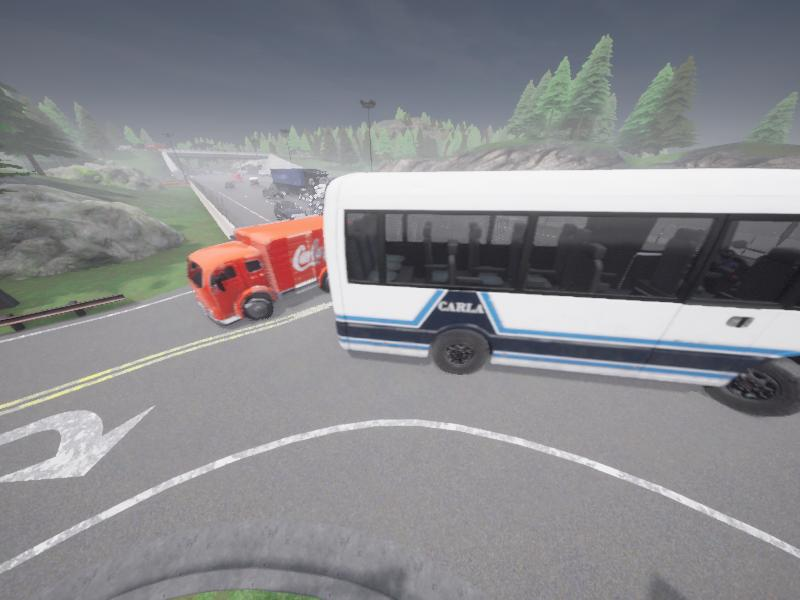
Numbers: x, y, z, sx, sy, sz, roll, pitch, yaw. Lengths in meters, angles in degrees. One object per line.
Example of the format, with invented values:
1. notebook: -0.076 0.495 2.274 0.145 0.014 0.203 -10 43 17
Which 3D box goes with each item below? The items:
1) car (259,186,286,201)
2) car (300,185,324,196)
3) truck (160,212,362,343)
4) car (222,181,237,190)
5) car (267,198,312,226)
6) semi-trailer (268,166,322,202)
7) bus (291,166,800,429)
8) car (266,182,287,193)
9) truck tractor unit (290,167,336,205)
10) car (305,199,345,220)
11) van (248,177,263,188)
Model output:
1. car: -19.798 -16.589 35.718 2.152 1.651 5.027 -23 37 -34
2. car: -15.593 -19.423 40.853 2.033 1.411 5.357 -23 37 -34
3. truck: -4.287 -1.316 8.362 2.627 2.467 5.204 23 38 31
4. car: -36.946 -24.861 50.172 1.837 1.490 4.892 -15 33 -25
5. car: -10.153 -8.181 21.147 2.033 1.649 4.856 -23 37 -34
6. semi-trailer: -17.215 -18.989 37.074 2.717 4.402 14.254 -23 37 -34
7. bus: 3.705 -0.685 5.566 10.273 4.253 3.944 4 29 8
8. car: -23.958 -21.766 44.678 2.033 1.649 4.856 -23 37 -34
9. truck tractor unit: -12.100 -15.887 31.888 3.053 4.208 6.516 -23 37 -34
10. car: -7.630 -9.254 23.339 1.895 1.301 4.718 -23 37 -34
11. van: -34.590 -28.079 55.206 2.069 2.038 4.480 -18 34 -29
